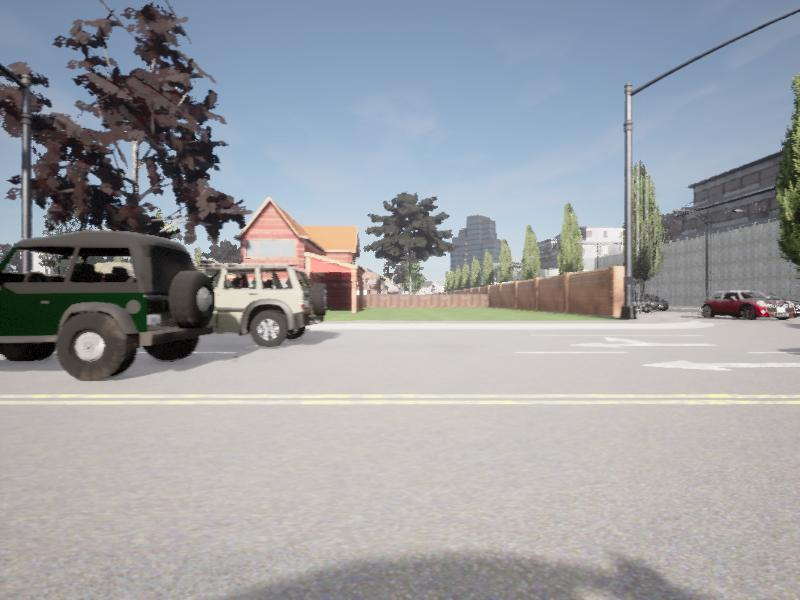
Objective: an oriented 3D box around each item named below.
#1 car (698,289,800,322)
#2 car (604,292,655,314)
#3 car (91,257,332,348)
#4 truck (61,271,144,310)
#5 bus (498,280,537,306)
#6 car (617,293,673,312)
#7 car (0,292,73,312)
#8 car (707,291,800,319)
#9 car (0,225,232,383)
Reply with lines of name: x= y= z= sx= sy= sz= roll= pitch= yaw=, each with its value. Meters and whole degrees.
car: x=17.491 y=0.248 z=20.252 sx=1.970 sy=1.475 sz=3.806 roll=0 pitch=0 yaw=-1
car: x=17.389 y=0.208 z=30.523 sx=1.789 sy=1.549 sz=3.705 roll=0 pitch=0 yaw=-1
car: x=-4.038 y=0.054 z=9.178 sx=4.605 sy=1.855 sz=1.932 roll=0 pitch=0 yaw=0
truck: x=-32.125 y=-0.910 z=43.753 sx=2.891 sy=3.827 sz=8.468 roll=0 pitch=0 yaw=-1
bus: x=20.605 y=-1.145 z=70.975 sx=3.944 sy=4.253 sz=10.273 roll=0 pitch=0 yaw=-1
car: x=20.851 y=0.222 z=34.278 sx=2.007 sy=1.525 sz=4.514 roll=0 pitch=0 yaw=-1
car: x=-31.886 y=0.192 z=35.242 sx=2.152 sy=1.651 sz=5.027 roll=0 pitch=0 yaw=-2
car: x=20.958 y=0.238 z=23.645 sx=1.837 sy=1.490 sz=4.892 roll=0 pitch=0 yaw=-1
car: x=-4.734 y=0.047 z=5.706 sx=3.866 sy=1.878 sz=1.905 roll=0 pitch=0 yaw=0
